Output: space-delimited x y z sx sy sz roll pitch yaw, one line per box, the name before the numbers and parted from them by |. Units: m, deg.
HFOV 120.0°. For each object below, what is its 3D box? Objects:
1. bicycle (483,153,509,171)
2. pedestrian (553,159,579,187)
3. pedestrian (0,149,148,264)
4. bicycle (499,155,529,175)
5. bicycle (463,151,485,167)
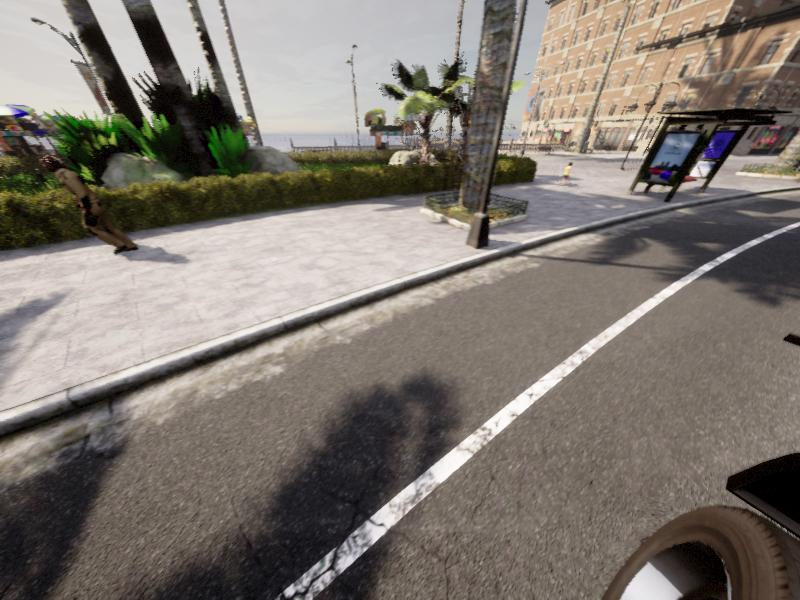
bicycle | 6.906 -9.945 16.658 1.643 1.024 0.373 -9 37 -13
pedestrian | 8.076 -6.183 11.255 0.500 1.100 0.500 -11 37 -15
pedestrian | -6.023 -1.788 4.484 0.751 1.860 0.751 -25 42 -30
bicycle | 7.450 -8.820 15.080 1.643 1.024 0.373 -9 37 -13
bicycle | 6.091 -11.631 19.024 1.643 1.024 0.373 -9 37 -13
